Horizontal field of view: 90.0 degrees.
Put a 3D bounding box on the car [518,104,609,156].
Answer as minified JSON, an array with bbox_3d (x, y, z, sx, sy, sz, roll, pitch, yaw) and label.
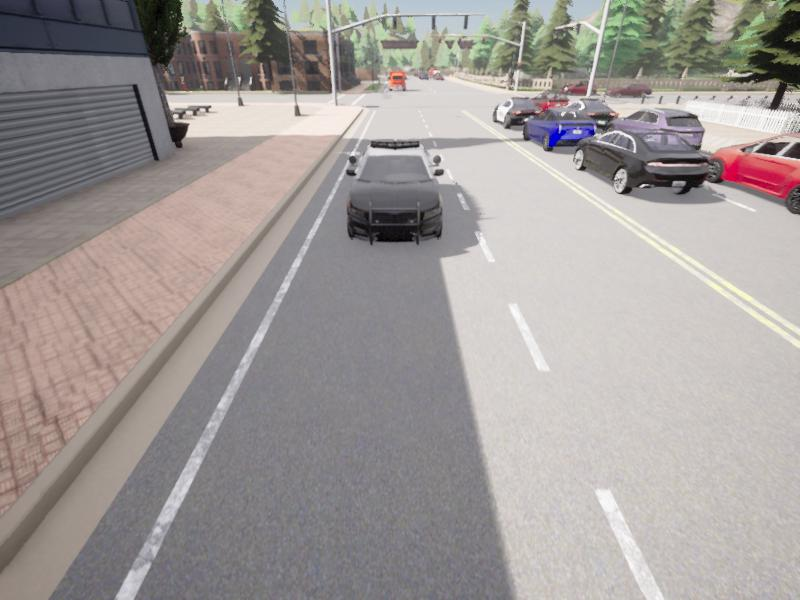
[{"bbox_3d":[6.847,-7.495,17.366,2.007,1.525,4.514,0,30,0],"label":"car"}]

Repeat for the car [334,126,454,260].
[{"bbox_3d":[-0.108,-2.738,9.099,1.930,1.638,5.238,0,30,0],"label":"car"}]

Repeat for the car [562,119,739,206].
[{"bbox_3d":[6.878,-4.279,11.866,2.128,1.511,4.902,0,30,0],"label":"car"}]

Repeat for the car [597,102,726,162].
[{"bbox_3d":[10.351,-7.025,16.458,2.033,1.649,4.856,0,30,0],"label":"car"}]

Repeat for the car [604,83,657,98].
[{"bbox_3d":[25.699,-23.407,44.725,4.674,1.442,1.812,0,30,0],"label":"car"}]

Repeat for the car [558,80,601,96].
[{"bbox_3d":[21.357,-25.262,47.746,3.988,1.617,1.851,1,30,2],"label":"car"}]

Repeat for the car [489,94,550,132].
[{"bbox_3d":[6.815,-11.015,23.397,2.038,1.542,4.974,0,30,0],"label":"car"}]

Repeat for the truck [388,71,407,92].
[{"bbox_3d":[-0.371,-31.513,57.610,2.627,2.467,5.204,0,30,0],"label":"truck"}]

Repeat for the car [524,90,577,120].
[{"bbox_3d":[10.354,-13.627,27.879,2.007,1.525,4.514,1,30,1],"label":"car"}]

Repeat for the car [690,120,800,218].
[{"bbox_3d":[10.387,-3.499,10.370,2.242,1.667,4.611,0,30,0],"label":"car"}]

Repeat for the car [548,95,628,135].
[{"bbox_3d":[10.320,-10.487,22.491,2.038,1.542,4.974,0,30,0],"label":"car"}]
